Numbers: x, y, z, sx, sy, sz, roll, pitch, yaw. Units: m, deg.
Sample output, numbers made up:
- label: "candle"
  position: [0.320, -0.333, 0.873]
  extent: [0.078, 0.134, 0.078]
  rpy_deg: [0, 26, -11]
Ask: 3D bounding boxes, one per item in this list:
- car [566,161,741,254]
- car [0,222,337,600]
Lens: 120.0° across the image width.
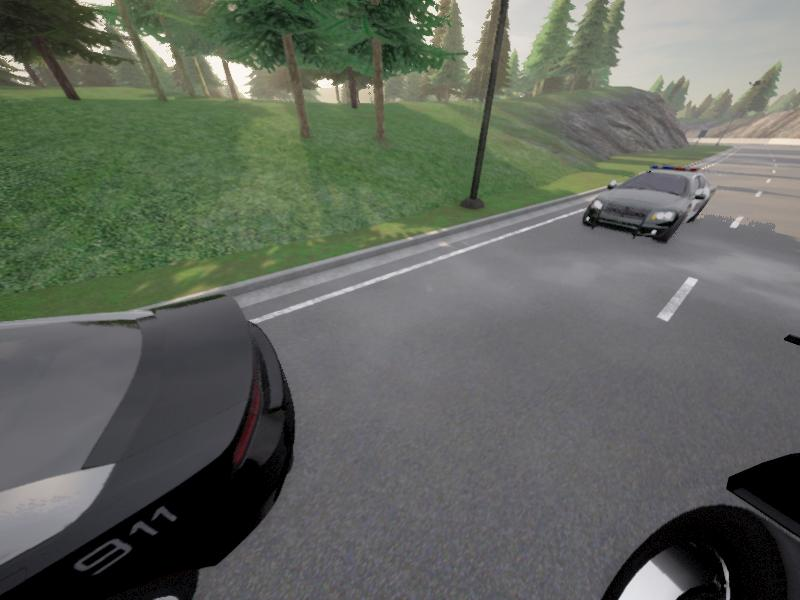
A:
- label: "car"
  position: [7.458, -3.012, 6.790]
  extent: [4.974, 1.542, 2.038]
  rpy_deg: [-22, 41, -28]
- label: "car"
  position: [-3.176, 1.290, 0.681]
  extent: [5.238, 1.638, 1.930]
  rpy_deg: [-22, 41, -28]
